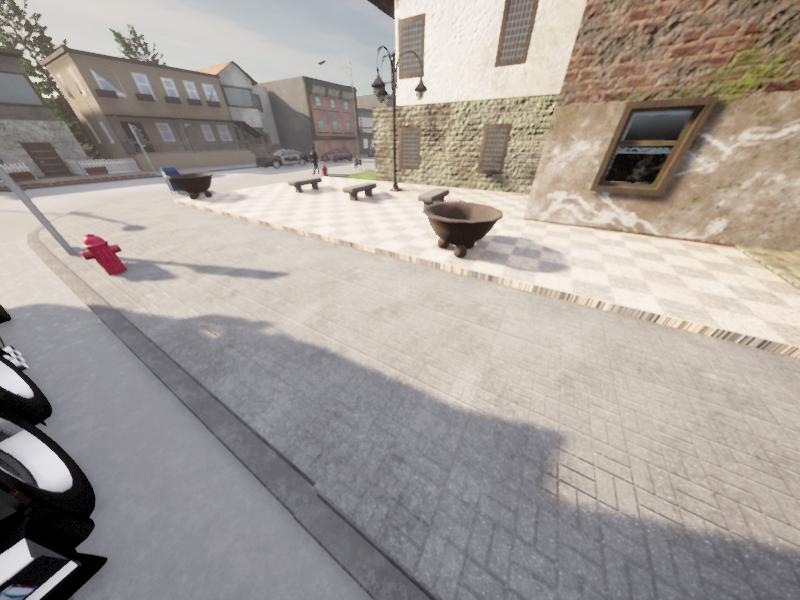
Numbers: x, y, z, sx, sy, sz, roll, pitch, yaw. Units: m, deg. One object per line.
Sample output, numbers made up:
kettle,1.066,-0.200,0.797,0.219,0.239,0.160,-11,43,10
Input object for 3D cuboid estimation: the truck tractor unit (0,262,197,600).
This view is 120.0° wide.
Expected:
truck tractor unit,-5.114,-0.295,0.793,6.516,4.208,3.053,18,39,25

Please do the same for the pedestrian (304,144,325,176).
pedestrian,-6.031,-9.902,16.363,0.751,1.860,0.751,15,38,21

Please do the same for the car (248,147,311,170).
car,-11.598,-14.031,22.749,1.930,1.638,5.238,18,39,24
